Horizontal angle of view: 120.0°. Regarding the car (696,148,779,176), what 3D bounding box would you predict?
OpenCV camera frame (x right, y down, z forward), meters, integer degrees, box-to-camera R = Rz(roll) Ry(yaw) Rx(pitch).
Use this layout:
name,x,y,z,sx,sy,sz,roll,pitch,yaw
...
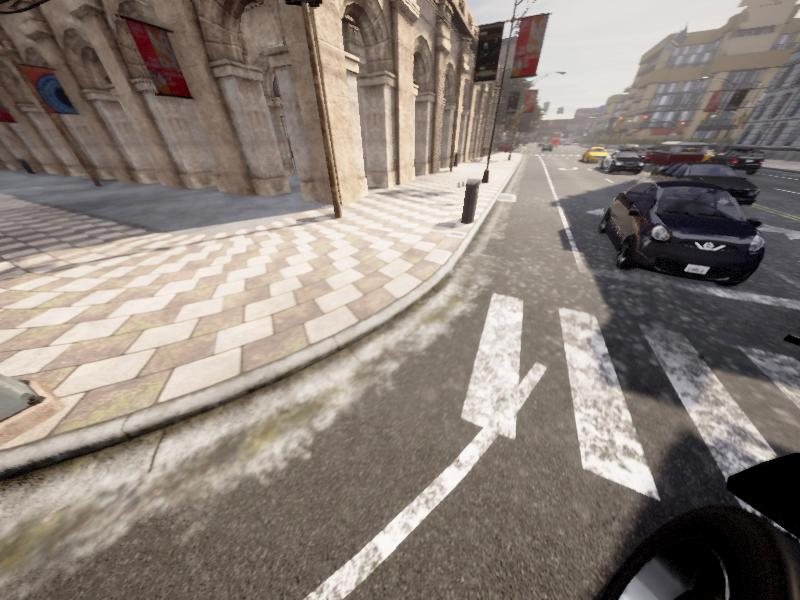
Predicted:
name,x,y,z,sx,sy,sz,roll,pitch,yaw
car,24.943,-10.444,17.331,1.789,1.549,3.705,15,37,21

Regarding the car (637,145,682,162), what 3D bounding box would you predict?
name,x,y,z,sx,sy,sz,roll,pitch,yaw
car,30.851,-17.623,27.669,2.007,1.525,4.514,14,37,21

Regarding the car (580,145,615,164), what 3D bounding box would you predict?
name,x,y,z,sx,sy,sz,roll,pitch,yaw
car,22.493,-16.782,26.572,1.801,1.575,5.366,14,37,21

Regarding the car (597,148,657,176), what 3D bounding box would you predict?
name,x,y,z,sx,sy,sz,roll,pitch,yaw
car,17.824,-11.124,18.486,2.038,1.542,4.974,15,38,21

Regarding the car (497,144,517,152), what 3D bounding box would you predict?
name,x,y,z,sx,sy,sz,roll,pitch,yaw
car,24.263,-34.538,52.363,3.633,1.501,1.845,14,37,21

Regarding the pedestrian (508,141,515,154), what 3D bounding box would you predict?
name,x,y,z,sx,sy,sz,roll,pitch,yaw
pedestrian,20.323,-27.769,42.035,0.751,1.860,0.751,16,38,22

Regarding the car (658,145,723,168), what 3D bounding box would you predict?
name,x,y,z,sx,sy,sz,roll,pitch,yaw
car,27.958,-14.087,22.540,1.801,1.575,5.366,14,37,21

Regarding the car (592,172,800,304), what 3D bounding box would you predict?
name,x,y,z,sx,sy,sz,roll,pitch,yaw
car,5.903,-1.710,5.055,1.845,1.501,3.633,16,38,23

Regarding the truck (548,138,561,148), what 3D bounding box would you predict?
name,x,y,z,sx,sy,sz,roll,pitch,yaw
truck,49.742,-50.694,74.514,2.627,2.467,5.204,14,37,21

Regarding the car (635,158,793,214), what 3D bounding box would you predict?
name,x,y,z,sx,sy,sz,roll,pitch,yaw
car,13.029,-5.313,10.265,2.033,1.411,5.357,15,37,21

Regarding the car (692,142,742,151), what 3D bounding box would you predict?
name,x,y,z,sx,sy,sz,roll,pitch,yaw
car,61.553,-29.892,44.974,5.357,1.411,2.033,14,37,21

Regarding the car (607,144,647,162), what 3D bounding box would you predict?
name,x,y,z,sx,sy,sz,roll,pitch,yaw
car,27.026,-17.710,27.747,2.242,1.667,4.611,17,38,24

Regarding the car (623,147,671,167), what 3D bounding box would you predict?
name,x,y,z,sx,sy,sz,roll,pitch,yaw
car,24.256,-14.205,22.884,1.816,1.474,4.193,14,37,21

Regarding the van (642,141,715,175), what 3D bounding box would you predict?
name,x,y,z,sx,sy,sz,roll,pitch,yaw
van,21.688,-11.328,18.304,1.775,1.987,4.442,15,37,21

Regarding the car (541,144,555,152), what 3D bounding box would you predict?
name,x,y,z,sx,sy,sz,roll,pitch,yaw
car,31.513,-32.511,49.419,1.994,1.385,4.181,14,37,21

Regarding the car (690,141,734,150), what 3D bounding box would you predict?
name,x,y,z,sx,sy,sz,roll,pitch,yaw
car,63.709,-31.568,47.288,4.792,1.488,2.163,14,37,21
